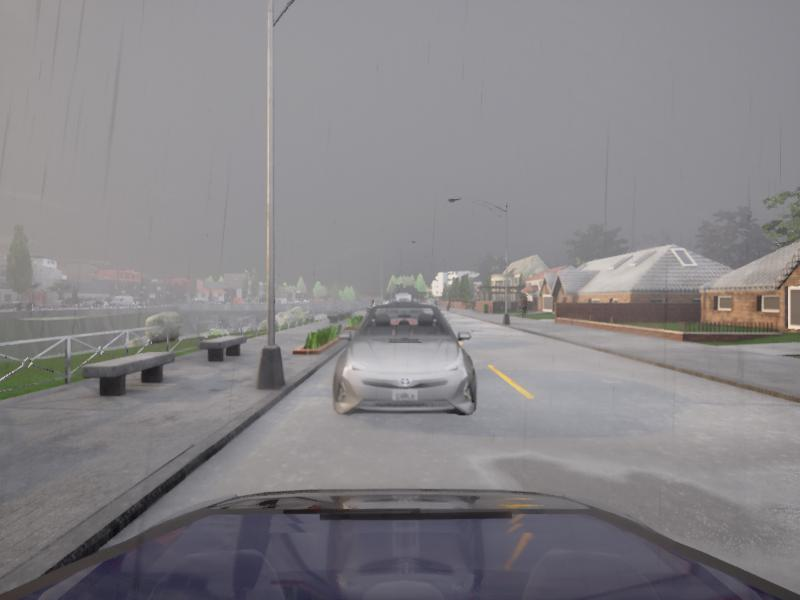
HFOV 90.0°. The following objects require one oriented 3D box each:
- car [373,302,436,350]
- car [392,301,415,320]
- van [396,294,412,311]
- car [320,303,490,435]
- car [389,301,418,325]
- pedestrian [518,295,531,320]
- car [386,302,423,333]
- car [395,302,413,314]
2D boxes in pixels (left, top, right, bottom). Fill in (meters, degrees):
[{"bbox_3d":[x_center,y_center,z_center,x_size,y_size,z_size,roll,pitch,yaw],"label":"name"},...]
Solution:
[{"bbox_3d":[0.152,0.835,15.024,2.007,1.525,4.514,0,0,1],"label":"car"},{"bbox_3d":[0.338,0.837,35.051,1.882,1.535,5.008,0,0,1],"label":"car"},{"bbox_3d":[0.572,0.403,60.343,2.351,2.431,6.366,0,0,1],"label":"van"},{"bbox_3d":[0.077,0.832,6.998,2.007,1.525,4.514,0,0,0],"label":"car"},{"bbox_3d":[0.266,0.838,27.354,1.845,1.501,3.633,0,0,1],"label":"car"},{"bbox_3d":[9.467,0.545,30.509,0.751,1.860,0.751,0,0,0],"label":"pedestrian"},{"bbox_3d":[0.217,0.863,21.751,1.816,1.474,4.193,0,0,1],"label":"car"},{"bbox_3d":[0.451,0.927,47.433,1.994,1.385,4.181,0,0,1],"label":"car"}]
